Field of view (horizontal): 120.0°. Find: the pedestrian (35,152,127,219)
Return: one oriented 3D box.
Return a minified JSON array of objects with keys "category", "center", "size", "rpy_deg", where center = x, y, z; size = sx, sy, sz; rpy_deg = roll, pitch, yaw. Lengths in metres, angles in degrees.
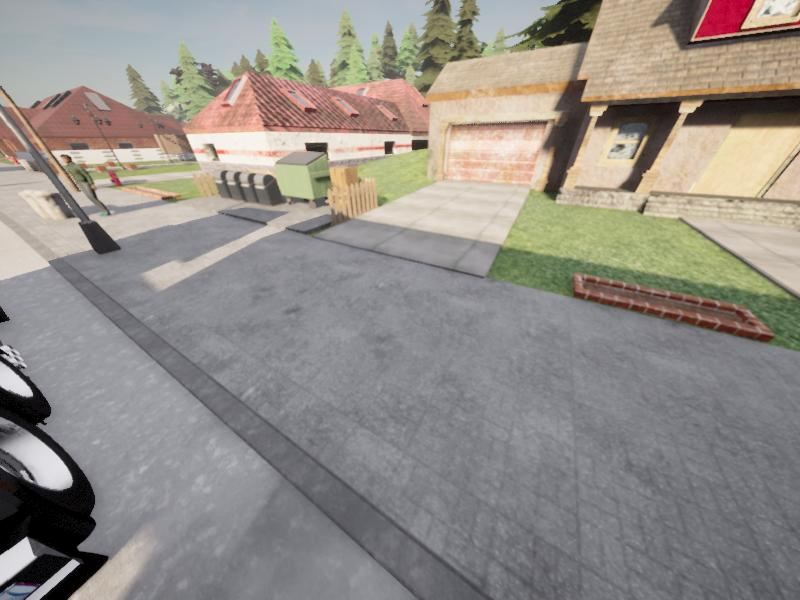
[{"category":"pedestrian","center":[-10.319,-3.725,7.576],"size":[0.751,1.860,0.751],"rpy_deg":[9,36,13]}]

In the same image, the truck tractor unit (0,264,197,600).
[{"category":"truck tractor unit","center":[-5.109,-0.302,0.777],"size":[6.516,4.208,3.053],"rpy_deg":[18,39,24]}]
